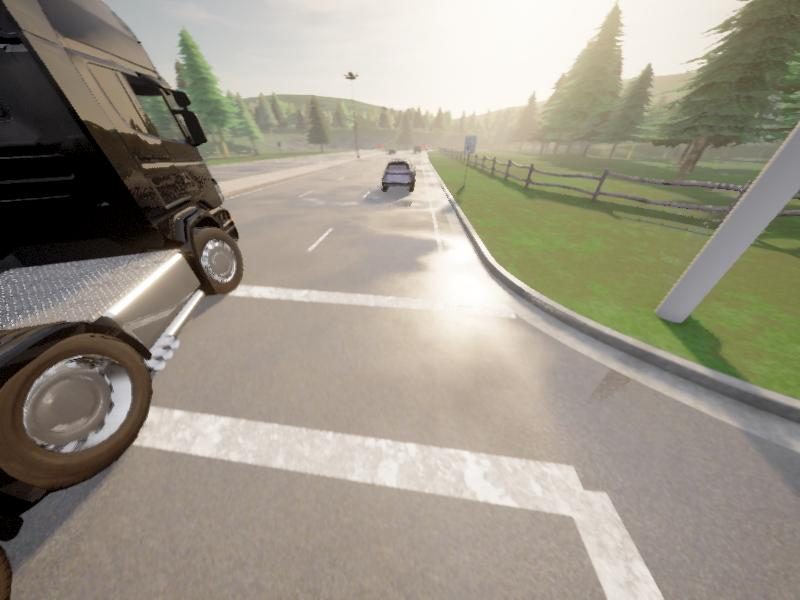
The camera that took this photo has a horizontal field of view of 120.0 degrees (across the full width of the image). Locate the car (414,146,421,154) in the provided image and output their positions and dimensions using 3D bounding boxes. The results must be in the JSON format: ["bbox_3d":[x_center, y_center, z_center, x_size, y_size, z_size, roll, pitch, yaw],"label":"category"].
[{"bbox_3d":[5.396,-46.448,71.309,2.150,2.045,5.566,3,34,4],"label":"car"}]

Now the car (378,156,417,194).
[{"bbox_3d":[-0.003,-8.161,14.855,2.033,1.649,4.856,2,34,3],"label":"car"}]

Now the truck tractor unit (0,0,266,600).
[{"bbox_3d":[-3.989,-0.782,1.555,3.053,4.208,6.516,-11,35,-11],"label":"truck tractor unit"}]

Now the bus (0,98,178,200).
[{"bbox_3d":[-21.826,-9.809,14.949,3.944,4.253,10.273,2,34,3],"label":"bus"}]

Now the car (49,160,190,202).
[{"bbox_3d":[-15.138,-6.881,13.071,1.837,1.490,4.892,2,34,3],"label":"car"}]

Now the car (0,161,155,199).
[{"bbox_3d":[-18.588,-7.345,13.850,2.033,1.411,5.357,2,34,3],"label":"car"}]
